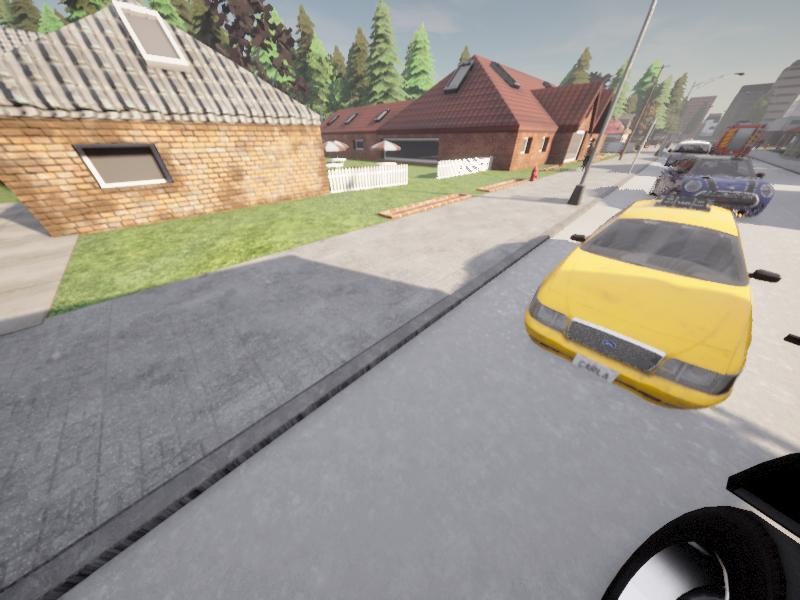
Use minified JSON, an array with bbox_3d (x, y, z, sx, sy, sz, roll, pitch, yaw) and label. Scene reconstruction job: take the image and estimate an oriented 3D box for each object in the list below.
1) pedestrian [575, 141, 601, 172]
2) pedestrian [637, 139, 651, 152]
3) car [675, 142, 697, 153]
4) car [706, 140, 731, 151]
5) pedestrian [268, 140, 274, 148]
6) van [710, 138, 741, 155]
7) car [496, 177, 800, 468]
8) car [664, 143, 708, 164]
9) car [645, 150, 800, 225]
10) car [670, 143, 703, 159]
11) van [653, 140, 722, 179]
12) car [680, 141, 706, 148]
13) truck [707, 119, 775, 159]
[{"bbox_3d":[13.880,-10.616,17.116,0.751,1.860,0.751,29,45,35],"label":"pedestrian"},{"bbox_3d":[41.072,-26.081,38.933,0.751,1.860,0.751,-20,39,-25],"label":"pedestrian"},{"bbox_3d":[55.878,-29.840,45.133,4.902,1.511,2.128,-30,44,-35],"label":"car"},{"bbox_3d":[59.415,-28.891,43.191,5.238,1.638,1.930,-29,44,-35],"label":"car"},{"bbox_3d":[-38.059,-45.958,68.010,0.751,1.860,0.751,-27,43,-33],"label":"pedestrian"},{"bbox_3d":[50.088,-23.755,35.647,4.442,1.987,1.775,-30,44,-35],"label":"van"},{"bbox_3d":[3.817,-0.672,3.512,5.366,1.575,1.801,-28,42,-34],"label":"car"},{"bbox_3d":[29.807,-15.358,24.129,4.611,1.667,2.242,-29,44,-35],"label":"car"},{"bbox_3d":[11.476,-4.462,8.639,2.097,1.767,4.553,21,40,27],"label":"car"},{"bbox_3d":[37.416,-19.584,30.253,4.792,1.488,2.163,-29,44,-35],"label":"car"},{"bbox_3d":[19.863,-9.880,16.083,4.480,2.038,2.069,-29,44,-35],"label":"van"},{"bbox_3d":[74.576,-39.576,58.849,1.812,1.442,4.674,9,36,13],"label":"car"},{"bbox_3d":[43.842,-20.971,30.131,8.468,3.827,2.891,-29,44,-35],"label":"truck"}]
